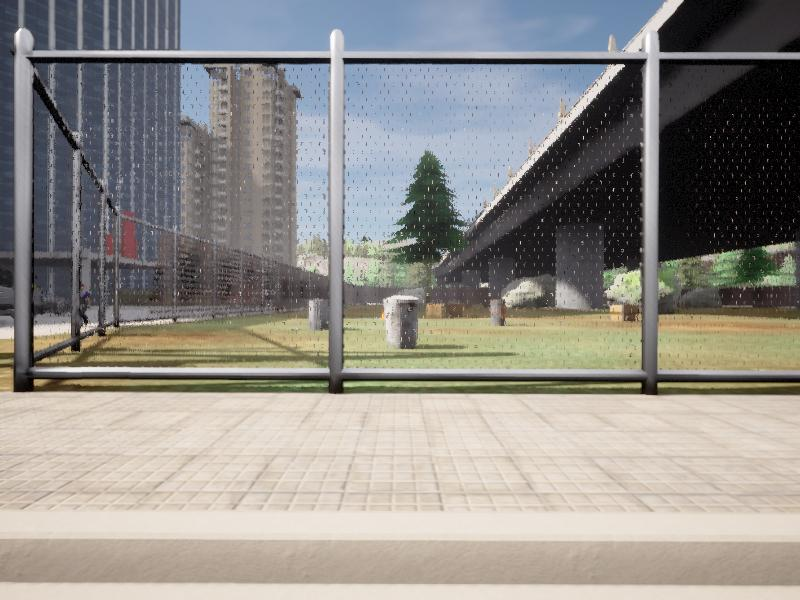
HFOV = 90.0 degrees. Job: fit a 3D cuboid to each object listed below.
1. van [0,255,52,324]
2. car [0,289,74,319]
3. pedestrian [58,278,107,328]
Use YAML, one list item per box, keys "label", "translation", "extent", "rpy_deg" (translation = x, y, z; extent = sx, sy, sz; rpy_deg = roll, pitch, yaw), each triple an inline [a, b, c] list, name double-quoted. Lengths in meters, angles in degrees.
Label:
- label: "van"
  translation: [-15.930, -0.400, 14.197]
  extent: [1.988, 2.561, 5.915]
  rpy_deg: [0, 0, 0]
- label: "car"
  translation: [-19.460, 0.171, 20.597]
  extent: [1.994, 1.385, 4.181]
  rpy_deg: [0, 0, -1]
- label: "pedestrian"
  translation: [-8.592, 0.073, 10.862]
  extent: [0.751, 1.300, 0.751]
  rpy_deg: [0, 0, -8]
